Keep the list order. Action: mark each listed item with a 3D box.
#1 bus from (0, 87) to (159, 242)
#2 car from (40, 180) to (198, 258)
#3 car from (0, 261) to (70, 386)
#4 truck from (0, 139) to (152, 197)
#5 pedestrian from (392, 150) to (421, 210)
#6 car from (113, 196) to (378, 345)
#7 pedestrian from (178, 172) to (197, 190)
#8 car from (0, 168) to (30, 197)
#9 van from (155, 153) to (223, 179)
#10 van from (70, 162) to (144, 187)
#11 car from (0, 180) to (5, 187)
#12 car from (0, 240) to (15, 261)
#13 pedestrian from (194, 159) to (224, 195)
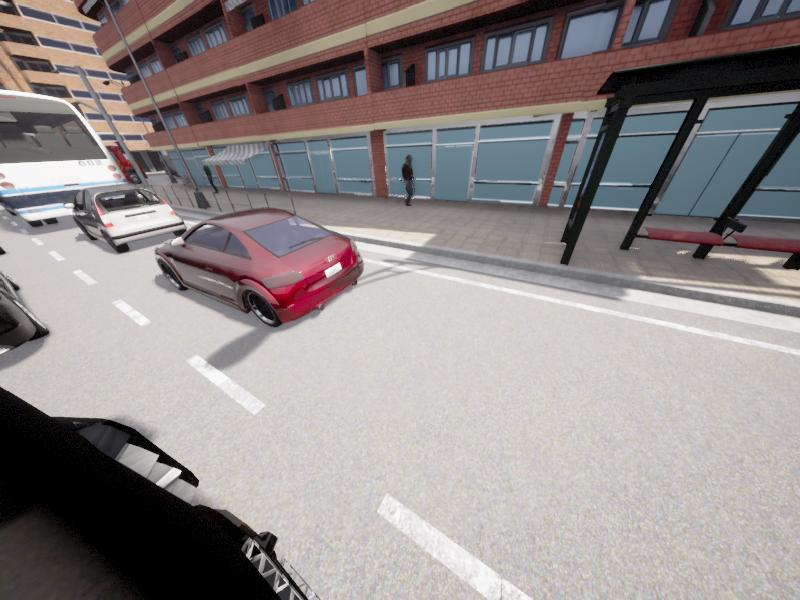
[{"bbox_3d":[-16.819,-6.033,10.492,10.273,4.253,3.944,16,38,26],"label":"bus"},{"bbox_3d":[-8.838,-2.758,7.333,3.988,1.617,1.851,16,38,26],"label":"car"},{"bbox_3d":[-7.292,-0.093,3.168,5.238,1.638,1.930,16,38,26],"label":"car"},{"bbox_3d":[-29.493,-12.704,21.906,2.891,3.827,8.468,-6,34,-5],"label":"truck"},{"bbox_3d":[0.278,-4.488,8.684,0.751,1.860,0.751,16,38,26],"label":"pedestrian"},{"bbox_3d":[-2.783,-0.950,4.357,4.181,1.385,1.994,15,37,25],"label":"car"},{"bbox_3d":[-15.983,-8.945,17.375,0.500,1.100,0.500,17,38,27],"label":"pedestrian"},{"bbox_3d":[-36.607,-9.662,19.481,2.150,2.045,5.566,-8,34,-8],"label":"car"},{"bbox_3d":[-28.275,-18.249,31.325,1.988,2.561,5.915,16,38,26],"label":"van"},{"bbox_3d":[-32.432,-14.019,25.778,1.775,1.987,4.442,16,38,26],"label":"van"},{"bbox_3d":[-57.359,-16.567,31.871,4.856,1.649,2.033,16,38,26],"label":"car"},{"bbox_3d":[-13.675,-1.922,6.391,4.611,1.667,2.242,16,38,26],"label":"car"},{"bbox_3d":[-11.820,-7.634,14.359,0.751,1.860,0.751,-24,39,-29],"label":"pedestrian"}]
